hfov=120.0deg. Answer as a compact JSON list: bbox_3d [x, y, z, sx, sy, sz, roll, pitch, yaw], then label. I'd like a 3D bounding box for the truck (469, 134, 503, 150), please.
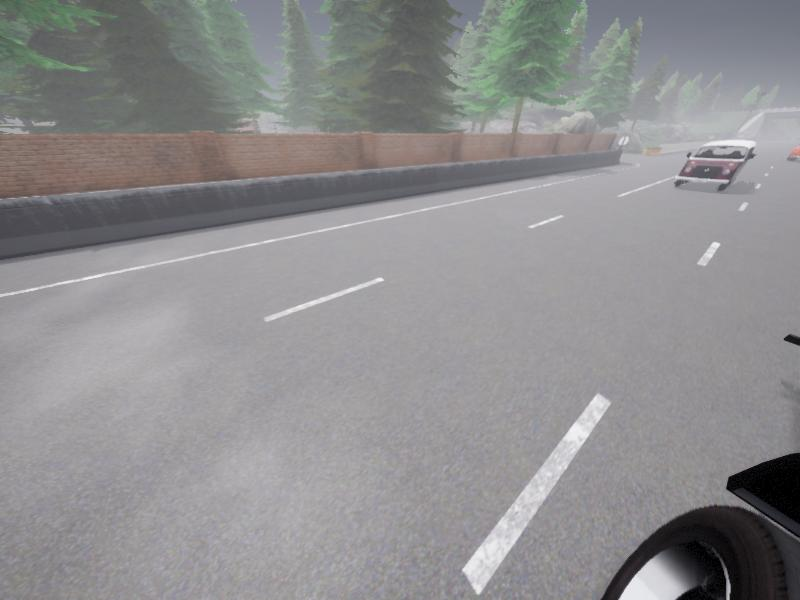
[{"bbox_3d":[16.344,-30.356,44.355,2.627,2.467,5.204,-22,40,-28],"label":"truck"}]

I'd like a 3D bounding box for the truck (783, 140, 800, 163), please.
[{"bbox_3d":[40.852,-14.930,22.530,5.204,2.467,2.627,-23,41,-28],"label":"truck"}]

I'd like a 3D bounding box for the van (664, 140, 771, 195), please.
[{"bbox_3d":[15.991,-6.835,11.678,4.480,2.038,2.069,-22,41,-28],"label":"van"}]
